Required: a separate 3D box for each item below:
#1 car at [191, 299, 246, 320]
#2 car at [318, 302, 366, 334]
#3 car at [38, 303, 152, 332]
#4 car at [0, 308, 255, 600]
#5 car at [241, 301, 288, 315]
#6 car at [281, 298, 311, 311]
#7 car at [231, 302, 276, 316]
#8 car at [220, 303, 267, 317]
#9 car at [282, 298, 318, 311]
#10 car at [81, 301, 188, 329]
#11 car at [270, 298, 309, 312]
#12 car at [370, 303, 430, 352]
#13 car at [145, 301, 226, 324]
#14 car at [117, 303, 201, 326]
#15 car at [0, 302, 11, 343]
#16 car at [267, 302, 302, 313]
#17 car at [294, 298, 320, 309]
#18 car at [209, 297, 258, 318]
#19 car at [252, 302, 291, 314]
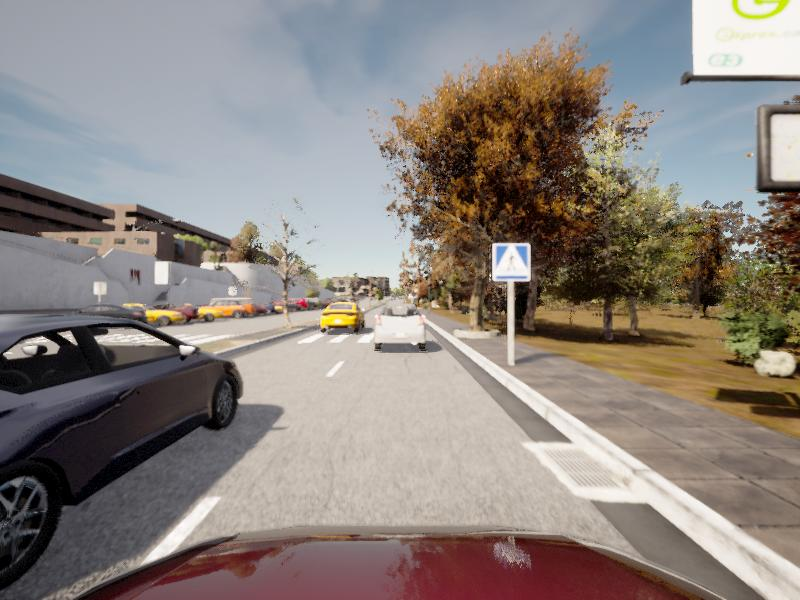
[{"bbox_3d":[-16.847,0.865,37.378,4.553,1.767,2.185,-1,0,-20],"label":"car"},{"bbox_3d":[-2.996,0.878,21.714,1.882,1.535,5.008,0,0,0],"label":"car"},{"bbox_3d":[-16.880,0.935,22.453,4.674,1.452,2.002,-1,0,-20],"label":"car"},{"bbox_3d":[-2.999,0.856,3.656,1.816,1.474,4.193,0,0,0],"label":"car"},{"bbox_3d":[-16.694,1.008,49.379,5.366,1.575,1.946,-1,0,-20],"label":"car"},{"bbox_3d":[-16.751,0.713,64.276,4.442,1.987,1.878,-1,0,-20],"label":"car"},{"bbox_3d":[-16.895,1.047,46.310,4.792,1.488,2.163,-1,0,-20],"label":"car"},{"bbox_3d":[-16.865,1.051,43.337,4.674,1.452,2.002,-1,0,-20],"label":"car"},{"bbox_3d":[-16.833,0.666,67.229,5.566,2.045,2.435,-1,0,-20],"label":"car"},{"bbox_3d":[-16.710,0.907,25.501,5.366,1.575,1.946,-1,-1,-20],"label":"car"},{"bbox_3d":[-16.888,0.712,61.233,5.566,2.045,2.435,-1,1,-20],"label":"car"},{"bbox_3d":[0.003,0.849,14.041,1.845,1.501,3.633,0,0,0],"label":"car"},{"bbox_3d":[-16.705,0.949,31.468,5.366,1.575,1.946,-1,-1,-20],"label":"car"},{"bbox_3d":[-16.907,0.963,28.406,4.792,1.488,2.163,-1,0,-20],"label":"car"},{"bbox_3d":[-16.901,0.858,13.513,4.892,1.521,2.231,-1,0,-20],"label":"car"},{"bbox_3d":[-16.857,1.021,58.263,4.674,1.452,2.002,-1,1,-20],"label":"car"},{"bbox_3d":[-16.962,0.647,73.137,4.442,1.987,1.878,-1,1,-20],"label":"car"},{"bbox_3d":[-16.768,0.778,40.406,4.442,1.987,1.878,-1,-1,-20],"label":"car"},{"bbox_3d":[-16.837,1.037,52.306,4.792,1.488,2.163,-1,0,-20],"label":"car"}]
